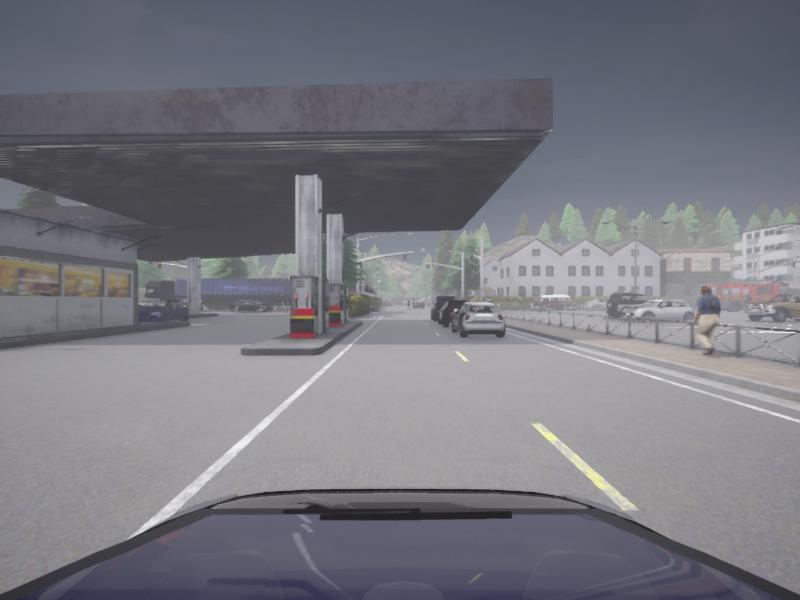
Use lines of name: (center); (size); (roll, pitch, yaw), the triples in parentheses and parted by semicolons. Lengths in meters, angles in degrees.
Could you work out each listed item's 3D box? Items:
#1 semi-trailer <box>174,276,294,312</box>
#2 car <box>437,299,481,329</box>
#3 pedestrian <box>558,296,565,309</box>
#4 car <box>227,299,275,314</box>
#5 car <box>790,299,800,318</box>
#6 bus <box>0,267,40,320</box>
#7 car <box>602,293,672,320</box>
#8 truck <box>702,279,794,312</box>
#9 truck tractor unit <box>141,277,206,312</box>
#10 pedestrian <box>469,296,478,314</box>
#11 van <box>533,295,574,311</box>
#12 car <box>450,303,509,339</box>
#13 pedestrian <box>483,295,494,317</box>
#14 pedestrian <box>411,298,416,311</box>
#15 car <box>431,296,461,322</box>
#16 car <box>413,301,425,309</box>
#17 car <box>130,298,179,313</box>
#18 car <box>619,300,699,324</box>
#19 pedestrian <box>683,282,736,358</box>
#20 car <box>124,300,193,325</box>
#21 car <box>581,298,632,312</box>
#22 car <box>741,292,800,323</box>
semi-trailer: (-20.956, -0.775, 51.011); (14.254, 4.402, 2.717); (0, 0, 0)
car: (3.503, 0.794, 24.745); (2.033, 1.649, 4.856); (0, 0, 0)
pedestrian: (22.696, 0.346, 56.295); (0.751, 1.860, 0.751); (0, 0, 0)
car: (-17.647, 0.728, 47.475); (4.902, 1.511, 2.128); (2, 1, 0)
car: (34.636, 0.663, 32.242); (4.514, 1.523, 2.007); (0, 0, -1)
bus: (-34.072, -0.515, 30.553); (3.944, 4.253, 10.273); (0, 0, 0)
car: (16.779, 0.439, 28.483); (3.866, 1.878, 1.905); (0, 0, -1)
truck: (41.265, -0.482, 47.681); (8.468, 3.827, 2.891); (0, 0, 0)
truck tractor unit: (-28.882, -0.630, 51.201); (6.516, 4.208, 3.053); (-1, 0, 5)
pedestrian: (7.508, 0.500, 40.834); (0.751, 1.860, 0.751); (0, 0, -2)
van: (19.551, 0.413, 51.167); (4.480, 2.038, 2.069); (0, 0, -5)
car: (3.504, 0.866, 18.422); (1.970, 1.475, 3.806); (0, 0, 0)
pedestrian: (7.601, 0.507, 34.398); (0.751, 1.860, 0.751); (0, 0, -2)
pedestrian: (1.876, 0.626, 56.203); (0.751, 1.860, 0.751); (0, 0, 4)
car: (3.504, 0.667, 31.198); (1.905, 1.878, 3.866); (0, 0, 0)
car: (3.506, 0.871, 74.821); (1.882, 1.535, 5.008); (0, 0, 0)
car: (-29.280, 0.643, 47.705); (4.611, 1.667, 2.242); (-2, 0, 11)
car: (16.187, 0.721, 25.154); (3.806, 1.475, 1.970); (0, 0, -1)
pedestrian: (7.807, 0.492, 10.111); (0.751, 1.860, 0.751); (0, 0, 0)
car: (-17.224, 0.843, 28.829); (2.242, 1.667, 4.611); (0, 0, -1)
car: (24.500, 0.620, 47.610); (5.027, 1.651, 2.152); (0, 0, 0)
car: (24.666, 0.458, 25.242); (4.605, 1.855, 1.932); (0, 0, -1)
